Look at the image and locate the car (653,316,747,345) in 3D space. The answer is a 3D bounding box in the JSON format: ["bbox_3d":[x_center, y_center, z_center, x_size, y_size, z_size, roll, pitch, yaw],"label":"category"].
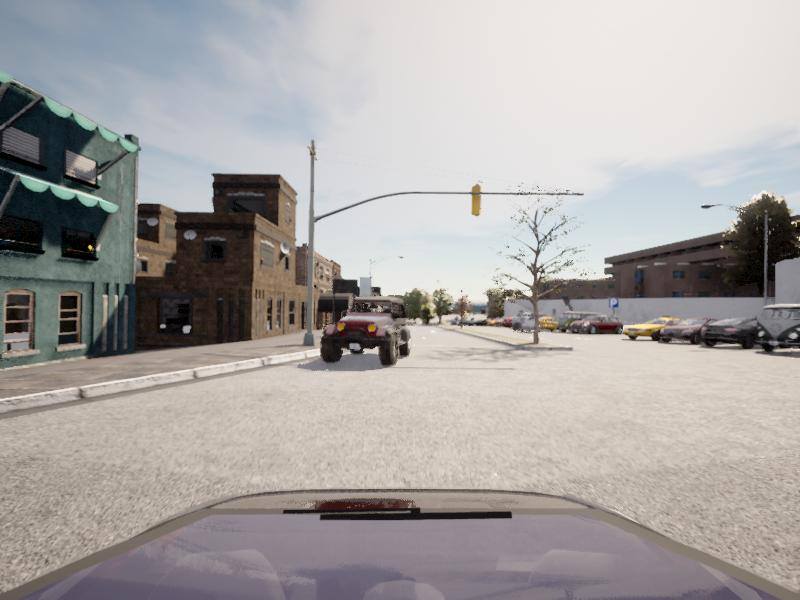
[{"bbox_3d":[16.908,1.732,22.531,4.674,1.452,2.002,3,-2,-20],"label":"car"}]

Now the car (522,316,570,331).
[{"bbox_3d":[16.863,2.717,46.337,5.008,1.535,2.097,2,-2,-20],"label":"car"}]

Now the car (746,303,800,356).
[{"bbox_3d":[16.815,1.205,16.549,4.442,1.987,1.878,3,-2,-20],"label":"car"}]

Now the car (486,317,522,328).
[{"bbox_3d":[16.648,3.605,64.104,5.366,1.575,1.946,3,-3,-20],"label":"car"}]

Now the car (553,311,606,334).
[{"bbox_3d":[16.775,2.100,37.378,4.442,1.987,1.878,3,-2,-20],"label":"car"}]

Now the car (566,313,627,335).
[{"bbox_3d":[16.916,2.078,34.450,4.553,1.767,2.185,3,-2,-20],"label":"car"}]

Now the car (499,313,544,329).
[{"bbox_3d":[16.821,2.888,55.255,5.566,2.045,2.435,3,-3,-20],"label":"car"}]

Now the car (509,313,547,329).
[{"bbox_3d":[16.744,2.763,52.255,4.442,1.987,1.878,3,-3,-20],"label":"car"}]

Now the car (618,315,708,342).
[{"bbox_3d":[16.727,1.808,25.444,5.366,1.575,1.946,3,-2,-20],"label":"car"}]

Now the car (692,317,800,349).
[{"bbox_3d":[16.906,1.604,19.560,4.674,1.452,2.002,3,-3,-20],"label":"car"}]

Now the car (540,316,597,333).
[{"bbox_3d":[17.043,2.463,40.456,5.366,1.575,1.946,3,-3,-20],"label":"car"}]

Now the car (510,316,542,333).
[{"bbox_3d":[11.807,2.266,37.692,1.845,1.501,3.633,1,-2,0],"label":"car"}]

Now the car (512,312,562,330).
[{"bbox_3d":[16.883,2.601,49.337,5.566,2.045,2.435,3,-3,-20],"label":"car"}]

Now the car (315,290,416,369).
[{"bbox_3d":[-0.791,0.795,11.768,1.905,1.878,3.866,1,-2,11],"label":"car"}]
